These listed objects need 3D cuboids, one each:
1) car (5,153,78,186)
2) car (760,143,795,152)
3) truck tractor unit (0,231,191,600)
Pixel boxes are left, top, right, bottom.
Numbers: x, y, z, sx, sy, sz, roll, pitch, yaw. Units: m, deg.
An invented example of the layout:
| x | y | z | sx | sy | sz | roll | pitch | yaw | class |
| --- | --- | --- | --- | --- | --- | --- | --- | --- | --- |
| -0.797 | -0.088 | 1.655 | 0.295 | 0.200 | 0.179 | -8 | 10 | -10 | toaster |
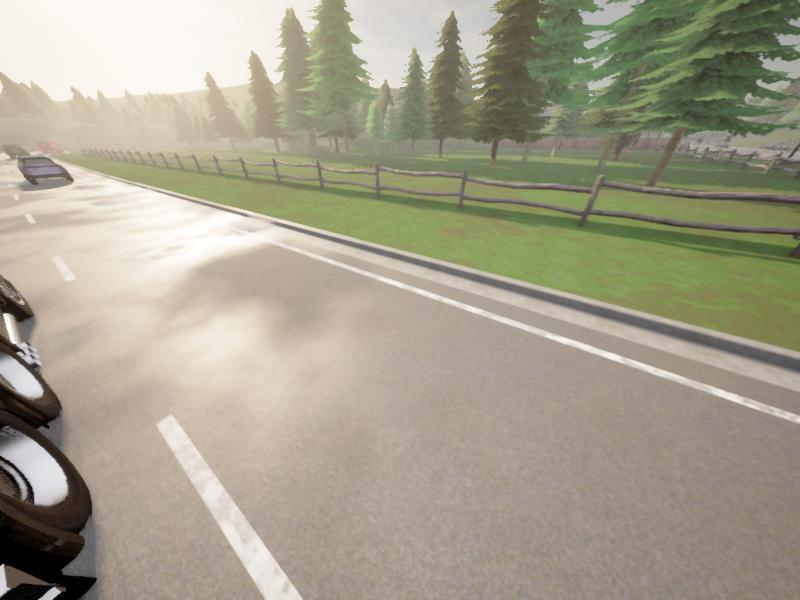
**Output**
| x | y | z | sx | sy | sz | roll | pitch | yaw | class |
| --- | --- | --- | --- | --- | --- | --- | --- | --- | --- |
| -25.388 | -9.338 | 16.359 | 4.856 | 1.649 | 2.033 | 21 | 40 | 28 | car |
| 86.146 | -34.919 | 52.785 | 2.128 | 1.511 | 4.902 | 17 | 38 | 23 | car |
| -5.060 | -0.345 | 0.864 | 6.516 | 4.208 | 3.053 | 20 | 40 | 27 | truck tractor unit |
